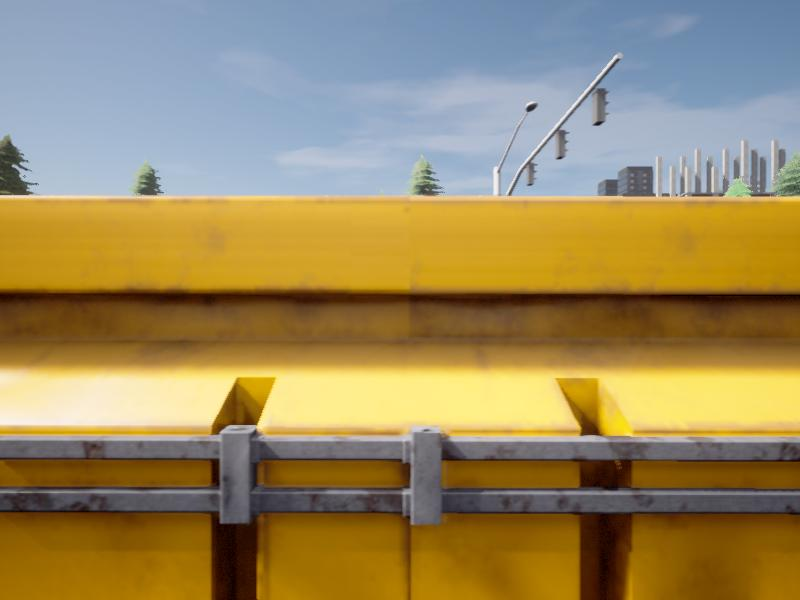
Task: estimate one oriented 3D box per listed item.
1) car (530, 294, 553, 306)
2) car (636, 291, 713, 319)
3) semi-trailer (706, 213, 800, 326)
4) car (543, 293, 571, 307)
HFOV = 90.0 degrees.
[{"bbox_3d":[24.178,0.008,68.593,2.150,2.045,5.566,0,0,2],"label":"car"},{"bbox_3d":[15.805,0.278,23.313,1.970,1.475,3.806,0,0,2],"label":"car"},{"bbox_3d":[17.801,-1.198,12.586,2.717,4.402,14.254,0,0,-15],"label":"semi-trailer"},{"bbox_3d":[23.960,0.007,61.293,2.150,2.045,5.566,0,0,1],"label":"car"}]
